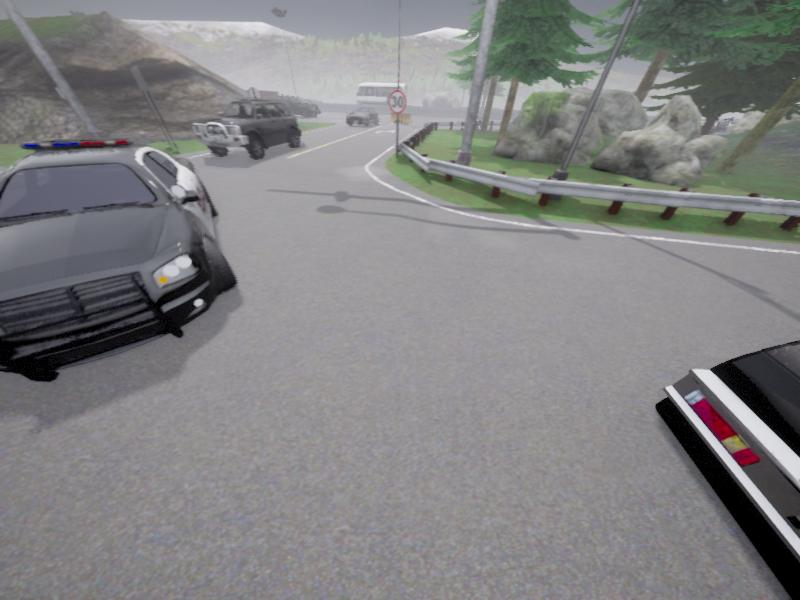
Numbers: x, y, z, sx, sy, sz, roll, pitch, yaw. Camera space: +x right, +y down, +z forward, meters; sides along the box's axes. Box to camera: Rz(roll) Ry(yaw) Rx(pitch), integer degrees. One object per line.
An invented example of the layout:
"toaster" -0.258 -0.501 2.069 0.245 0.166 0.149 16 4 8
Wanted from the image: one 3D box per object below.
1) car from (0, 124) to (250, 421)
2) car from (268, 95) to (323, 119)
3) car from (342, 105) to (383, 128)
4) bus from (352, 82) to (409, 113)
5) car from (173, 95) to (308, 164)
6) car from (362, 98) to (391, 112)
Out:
"car" -3.964 -1.271 3.270 2.038 1.542 4.974 -23 47 -26
"car" -12.881 -23.968 28.658 5.566 2.045 2.150 8 42 7
"car" -3.218 -16.758 21.080 2.033 1.411 5.357 8 40 6
"bus" -3.701 -39.784 45.445 10.273 4.253 3.944 9 42 7
"car" -6.135 -7.381 9.801 1.932 1.855 4.605 8 41 7
"car" -4.945 -41.568 49.109 5.566 2.045 2.150 9 42 7
